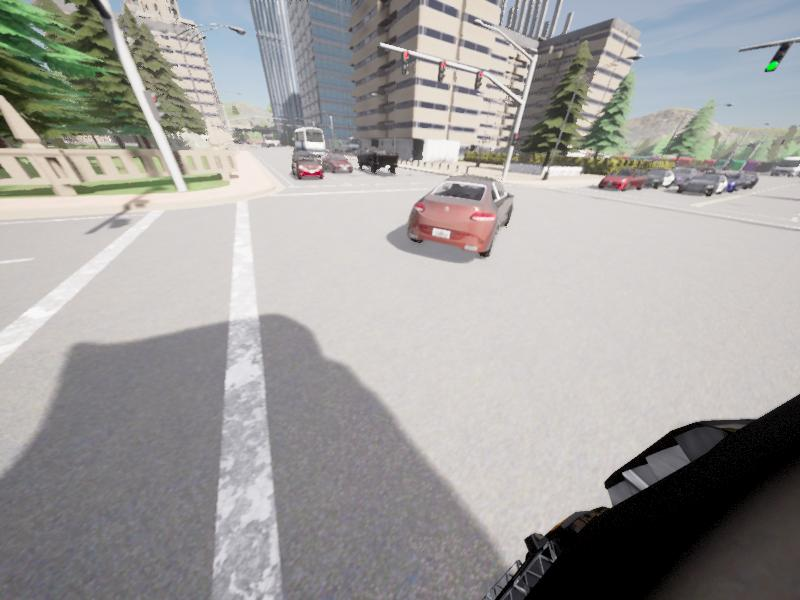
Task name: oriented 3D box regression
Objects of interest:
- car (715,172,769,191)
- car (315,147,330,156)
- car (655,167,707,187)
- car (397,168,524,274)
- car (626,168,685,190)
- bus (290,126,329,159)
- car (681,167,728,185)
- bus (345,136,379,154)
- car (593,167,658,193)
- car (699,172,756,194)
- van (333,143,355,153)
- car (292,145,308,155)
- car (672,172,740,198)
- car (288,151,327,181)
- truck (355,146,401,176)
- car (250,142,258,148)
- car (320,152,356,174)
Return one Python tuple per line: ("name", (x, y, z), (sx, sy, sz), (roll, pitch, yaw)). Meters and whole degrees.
("car", (36.411, -12.706, 24.595), (4.902, 1.511, 2.128), (-16, 38, -26))
("car", (-16.272, -30.920, 48.139), (1.816, 1.474, 4.193), (-16, 38, -26))
("car", (30.052, -13.184, 24.727), (4.856, 1.649, 2.033), (-16, 38, -26))
("car", (2.077, -2.764, 6.842), (2.152, 1.651, 5.027), (18, 37, 22))
("car", (24.024, -11.443, 21.722), (4.974, 1.542, 2.038), (-16, 38, -26))
("bus", (-16.652, -28.501, 41.935), (3.944, 4.253, 10.273), (-16, 38, -26))
("car", (37.613, -15.337, 28.523), (4.611, 1.667, 2.242), (-16, 38, -26))
("bus", (-12.191, -50.254, 75.054), (10.273, 4.253, 3.944), (-16, 38, -26))
("car", (18.592, -9.947, 19.049), (4.514, 1.525, 2.007), (-15, 37, -24))
("car", (30.894, -11.153, 21.813), (4.514, 1.525, 2.007), (-16, 38, -26))
("van", (-18.474, -50.057, 75.929), (6.366, 2.431, 2.351), (-16, 38, -26))
("car", (-21.701, -32.471, 50.037), (2.128, 1.511, 4.902), (-16, 38, -26))
("car", (24.846, -9.448, 18.768), (4.974, 1.542, 2.038), (-16, 38, -26))
("car", (-6.836, -9.870, 16.917), (1.851, 1.617, 3.988), (-14, 37, -24))
("truck", (-2.353, -13.784, 22.730), (2.390, 2.098, 6.274), (-12, 36, -21))
("car", (-48.221, -51.167, 76.246), (1.801, 1.575, 5.366), (-16, 38, -26))
("car", (-5.906, -12.818, 21.593), (1.812, 1.442, 4.674), (-16, 38, -26))
